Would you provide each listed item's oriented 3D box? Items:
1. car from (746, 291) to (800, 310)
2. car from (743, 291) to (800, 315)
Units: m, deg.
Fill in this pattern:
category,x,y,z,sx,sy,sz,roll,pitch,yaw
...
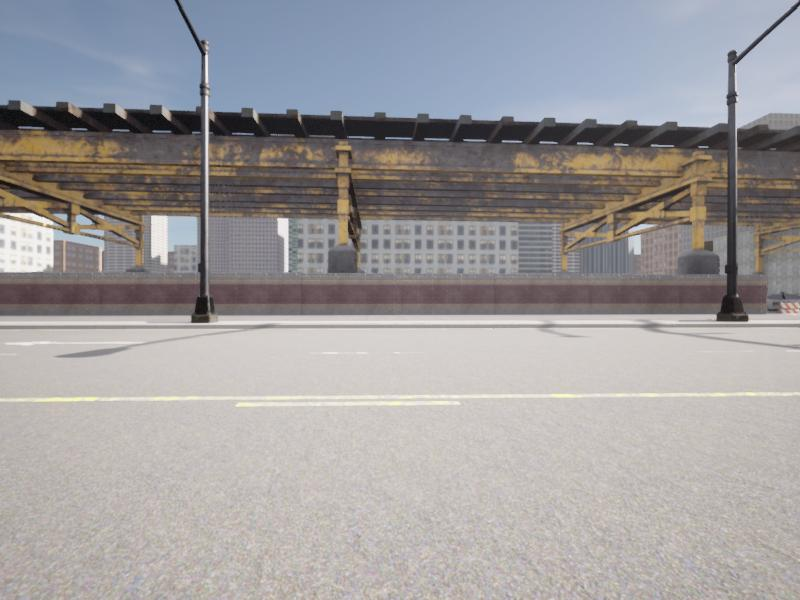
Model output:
category,x,y,z,sx,sy,sz,roll,pitch,yaw
car,26.964,0.037,27.700,4.536,1.218,1.853,0,0,42
car,27.003,0.195,27.666,4.974,1.542,2.038,0,0,42
